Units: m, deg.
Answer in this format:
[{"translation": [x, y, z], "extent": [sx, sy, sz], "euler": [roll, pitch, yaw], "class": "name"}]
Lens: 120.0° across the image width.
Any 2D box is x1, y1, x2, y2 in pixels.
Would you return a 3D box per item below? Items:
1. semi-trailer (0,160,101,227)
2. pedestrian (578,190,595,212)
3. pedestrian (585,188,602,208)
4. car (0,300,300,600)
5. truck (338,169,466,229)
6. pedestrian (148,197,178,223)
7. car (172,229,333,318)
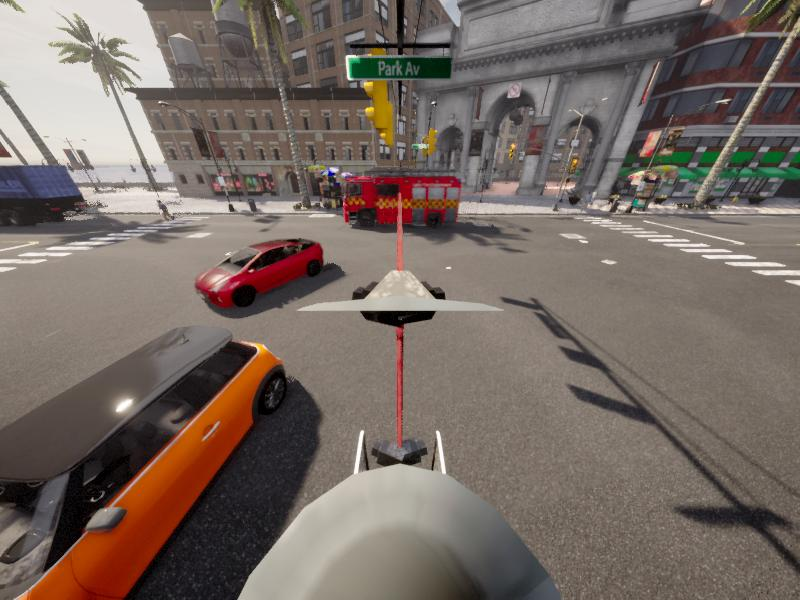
[{"translation": [-32.922, -8.156, 17.709], "extent": [14.254, 4.402, 2.717], "euler": [0, 30, 1], "class": "semi-trailer"}, {"translation": [18.049, -9.579, 22.383], "extent": [0.751, 1.860, 0.751], "euler": [18, 35, 28], "class": "pedestrian"}, {"translation": [20.805, -10.988, 24.825], "extent": [0.751, 1.860, 0.751], "euler": [23, 37, 35], "class": "pedestrian"}, {"translation": [-3.582, 1.982, 2.779], "extent": [2.097, 1.767, 4.553], "euler": [5, 30, 8], "class": "car"}, {"translation": [0.128, -7.712, 17.538], "extent": [8.468, 3.827, 2.891], "euler": [0, 30, 1], "class": "truck"}, {"translation": [-19.090, -7.245, 18.644], "extent": [0.751, 1.860, 0.751], "euler": [-2, 30, -3], "class": "pedestrian"}, {"translation": [-5.056, -1.333, 8.786], "extent": [2.007, 1.525, 4.514], "euler": [18, 34, 28], "class": "car"}]
